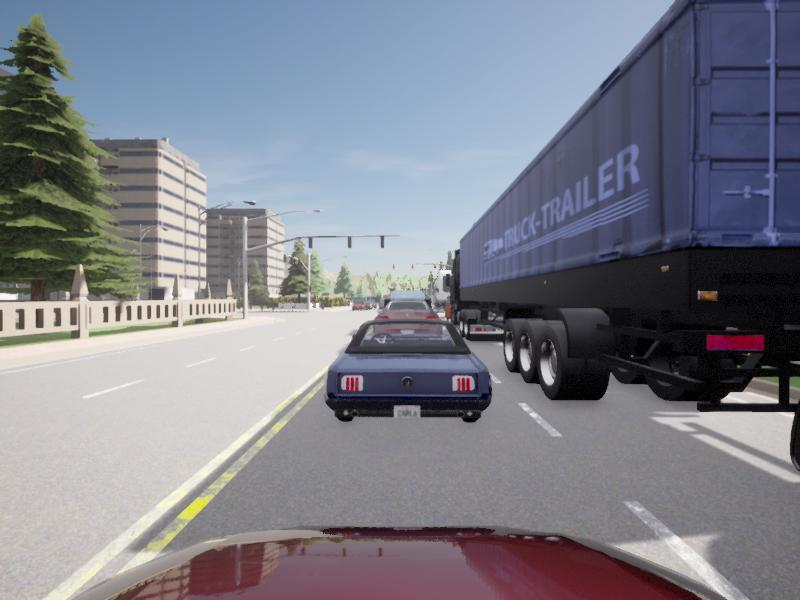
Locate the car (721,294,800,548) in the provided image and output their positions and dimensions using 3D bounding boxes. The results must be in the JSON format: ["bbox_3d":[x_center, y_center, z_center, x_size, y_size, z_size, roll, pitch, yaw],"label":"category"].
[{"bbox_3d":[3.509,0.780,0.593,1.930,1.638,5.238,0,0,1],"label":"car"}]

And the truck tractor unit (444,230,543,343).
[{"bbox_3d":[3.842,-0.513,18.114,3.053,4.208,6.516,0,0,1],"label":"truck tractor unit"}]

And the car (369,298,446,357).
[{"bbox_3d":[0.260,0.780,13.741,2.152,1.651,5.027,0,0,1],"label":"car"}]

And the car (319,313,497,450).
[{"bbox_3d":[0.126,0.943,6.620,1.895,1.301,4.718,0,0,1],"label":"car"}]

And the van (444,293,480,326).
[{"bbox_3d":[4.008,0.598,26.517,1.775,1.987,4.442,0,0,1],"label":"van"}]

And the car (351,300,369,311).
[{"bbox_3d":[-5.934,0.826,60.011,2.007,1.525,4.514,0,0,3],"label":"car"}]

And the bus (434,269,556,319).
[{"bbox_3d":[8.340,-0.536,36.507,10.273,4.253,3.944,0,0,1],"label":"bus"}]

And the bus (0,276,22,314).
[{"bbox_3d":[-49.263,-0.535,44.815,10.273,4.253,3.944,0,0,1],"label":"bus"}]

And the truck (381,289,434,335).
[{"bbox_3d":[0.401,0.541,21.231,2.390,2.098,6.274,0,0,1],"label":"truck"}]

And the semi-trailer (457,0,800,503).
[{"bbox_3d":[3.698,-0.618,10.202,2.717,4.402,14.254,0,0,1],"label":"semi-trailer"}]
